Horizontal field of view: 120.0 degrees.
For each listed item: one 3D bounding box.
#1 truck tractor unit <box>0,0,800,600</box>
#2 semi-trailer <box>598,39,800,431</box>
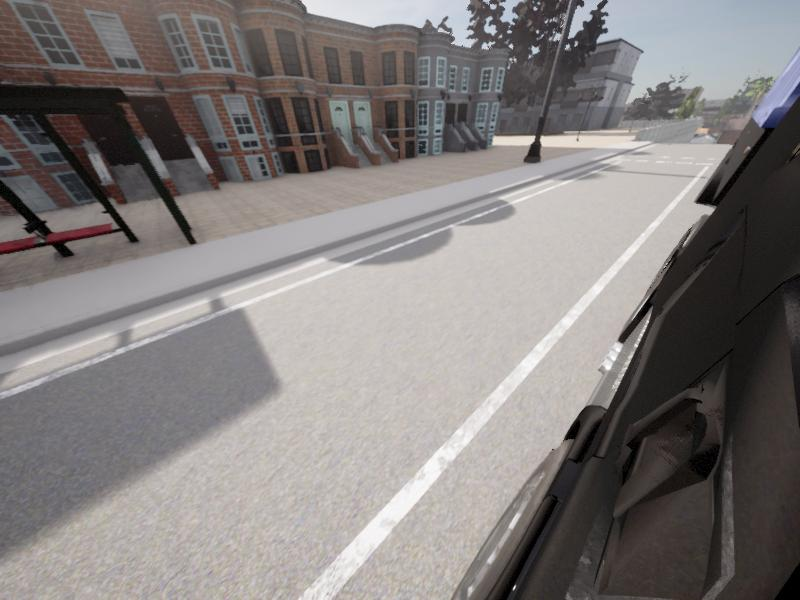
[{"bbox_3d":[2.645,-0.295,0.351,6.516,4.208,3.053,-28,44,-30],"label":"truck tractor unit"},{"bbox_3d":[8.670,-3.630,4.248,14.254,4.402,2.717,-29,44,-30],"label":"semi-trailer"}]
